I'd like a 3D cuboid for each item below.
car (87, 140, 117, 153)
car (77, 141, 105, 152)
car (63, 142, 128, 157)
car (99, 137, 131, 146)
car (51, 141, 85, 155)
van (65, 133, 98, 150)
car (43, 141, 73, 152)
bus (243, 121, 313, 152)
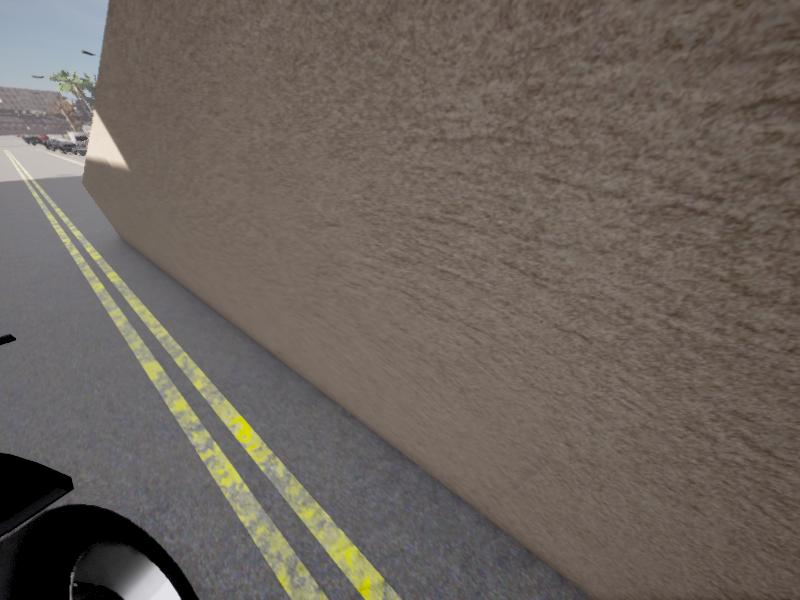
[{"bbox_3d":[-46.498,-23.907,36.031,3.705,1.549,1.789,21,41,27],"label":"car"},{"bbox_3d":[-53.419,-26.660,39.942,3.806,1.475,1.970,22,41,28],"label":"car"},{"bbox_3d":[-38.488,-19.108,29.327,4.514,1.525,2.007,-5,36,-7],"label":"car"},{"bbox_3d":[-72.855,-40.614,59.204,1.932,1.855,4.605,21,40,27],"label":"car"},{"bbox_3d":[-47.684,-21.865,33.179,4.892,1.490,1.837,22,41,27],"label":"car"},{"bbox_3d":[-59.155,-29.416,42.876,5.915,2.561,1.988,22,41,28],"label":"van"},{"bbox_3d":[-56.730,-25.491,38.326,5.357,1.411,2.033,22,41,28],"label":"car"},{"bbox_3d":[-22.221,-30.373,43.080,3.944,4.253,10.273,22,41,27],"label":"bus"}]
